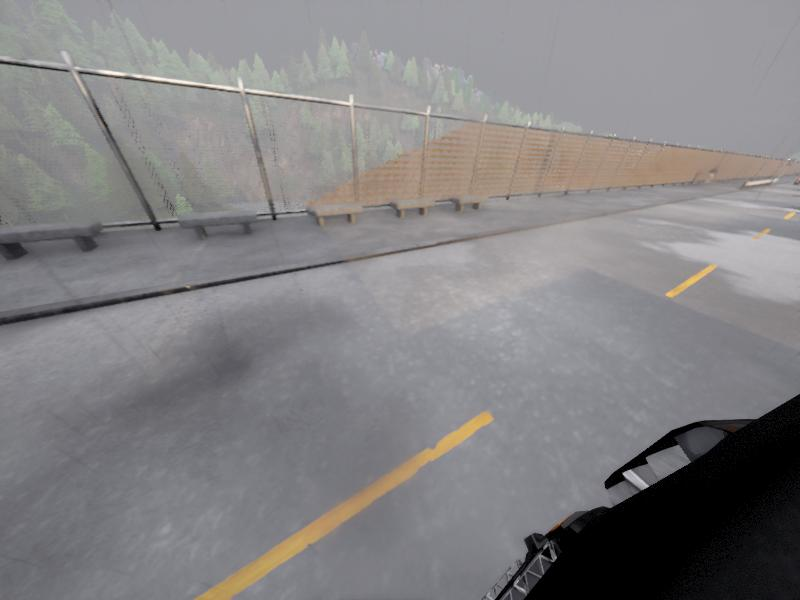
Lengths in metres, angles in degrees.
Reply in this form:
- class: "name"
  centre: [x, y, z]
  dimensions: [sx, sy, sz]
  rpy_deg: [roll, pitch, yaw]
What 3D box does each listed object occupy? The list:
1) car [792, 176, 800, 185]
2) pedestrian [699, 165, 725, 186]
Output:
- class: "car"
  centre: [58.335, -17.189, 32.628]
  dimensions: [4.553, 1.767, 2.097]
  rpy_deg: [-16, 38, -26]
- class: "pedestrian"
  centre: [32.506, -12.991, 24.079]
  dimensions: [0.751, 1.860, 0.751]
  rpy_deg: [-15, 37, -25]
